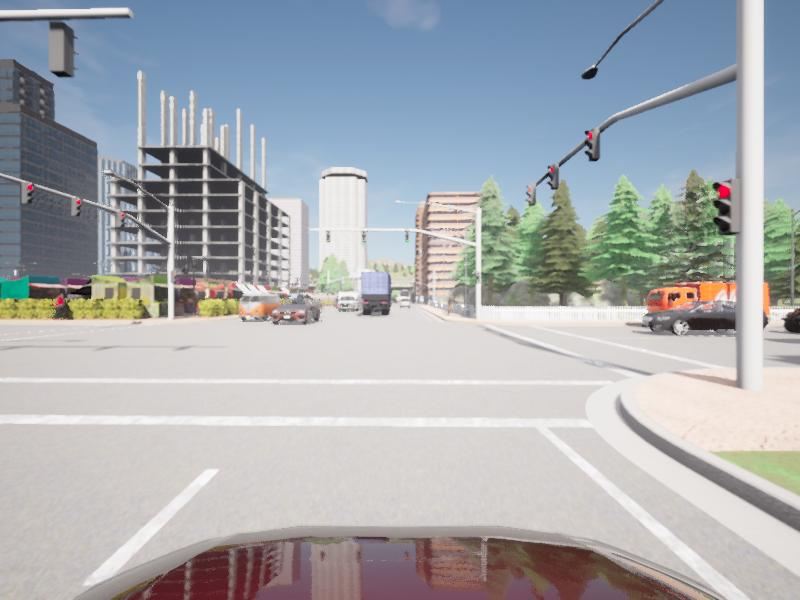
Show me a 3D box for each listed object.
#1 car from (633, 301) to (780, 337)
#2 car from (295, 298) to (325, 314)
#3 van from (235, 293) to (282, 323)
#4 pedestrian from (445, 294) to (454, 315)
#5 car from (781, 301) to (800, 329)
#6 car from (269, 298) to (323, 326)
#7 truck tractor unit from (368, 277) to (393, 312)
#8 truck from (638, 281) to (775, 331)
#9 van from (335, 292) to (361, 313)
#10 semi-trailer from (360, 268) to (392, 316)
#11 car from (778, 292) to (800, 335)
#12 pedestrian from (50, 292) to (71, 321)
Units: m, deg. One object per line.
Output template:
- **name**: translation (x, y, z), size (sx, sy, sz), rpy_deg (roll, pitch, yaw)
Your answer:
- **car**: translation (13.487, 0.785, 17.892), size (4.902, 1.511, 2.128), rpy_deg (0, 0, 2)
- **car**: translation (-9.879, 0.654, 44.246), size (2.152, 1.651, 5.027), rpy_deg (0, 0, 1)
- **van**: translation (-10.047, 0.516, 28.745), size (1.775, 1.987, 4.442), rpy_deg (0, 0, 1)
- **pedestrian**: translation (4.533, 0.383, 36.490), size (0.751, 1.860, 0.751), rpy_deg (0, 0, 1)
- **car**: translation (23.421, 0.785, 21.043), size (4.892, 1.490, 1.837), rpy_deg (0, 0, 2)
- **car**: translation (-6.601, 0.706, 26.068), size (2.152, 1.651, 5.027), rpy_deg (0, 0, 1)
- **truck tractor unit**: translation (-2.467, -0.670, 51.205), size (3.053, 4.208, 6.516), rpy_deg (0, 1, -2)
- **truck**: translation (16.069, 0.297, 21.300), size (5.204, 2.467, 2.627), rpy_deg (0, 0, 2)
- **van**: translation (-6.328, 0.236, 49.596), size (2.351, 2.431, 6.366), rpy_deg (0, 0, 1)
- **semi-trailer**: translation (-2.352, -0.740, 43.295), size (2.717, 4.402, 14.254), rpy_deg (0, 0, 0)
- **car**: translation (19.557, 0.595, 17.680), size (3.866, 1.878, 1.905), rpy_deg (0, 0, 2)
- **pedestrian**: translation (-22.167, 0.410, 26.142), size (0.751, 1.860, 0.751), rpy_deg (0, 0, 0)
